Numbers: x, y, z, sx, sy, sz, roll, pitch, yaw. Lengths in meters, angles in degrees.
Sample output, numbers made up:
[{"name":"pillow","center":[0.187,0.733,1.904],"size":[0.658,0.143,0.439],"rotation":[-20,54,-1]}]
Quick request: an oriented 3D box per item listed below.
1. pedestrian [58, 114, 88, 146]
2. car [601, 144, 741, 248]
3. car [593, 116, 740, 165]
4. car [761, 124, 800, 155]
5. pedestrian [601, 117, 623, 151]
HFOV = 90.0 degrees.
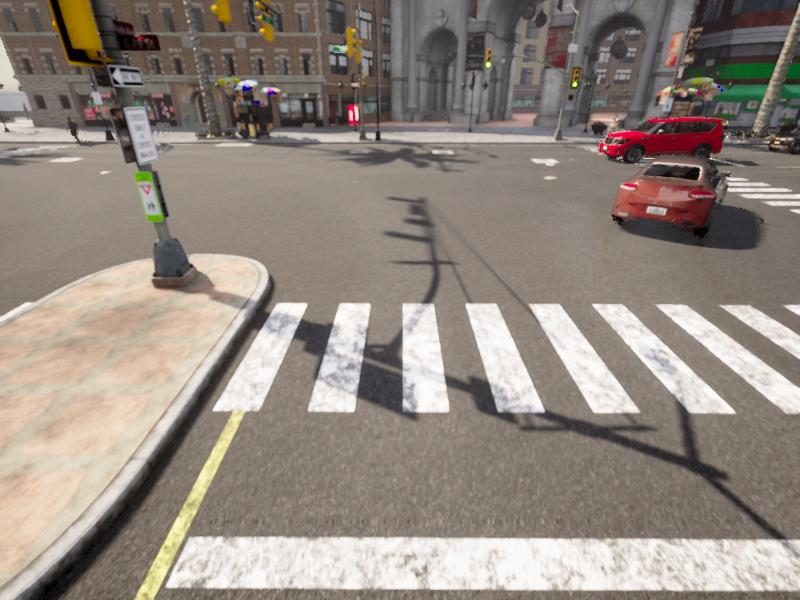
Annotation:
[{"name":"pedestrian","center":[-21.618,-11.257,26.509],"size":[0.751,1.860,0.751],"rotation":[1,27,1]},{"name":"car","center":[7.542,-3.095,10.944],"size":[2.152,1.651,5.027],"rotation":[20,33,34]},{"name":"car","center":[13.272,-8.127,20.314],"size":[5.566,2.045,2.150],"rotation":[-1,27,0]},{"name":"car","center":[24.087,-9.454,23.485],"size":[3.705,1.549,1.789],"rotation":[0,27,0]},{"name":"pedestrian","center":[12.860,-10.065,24.263],"size":[0.751,1.860,0.751],"rotation":[15,31,27]}]
